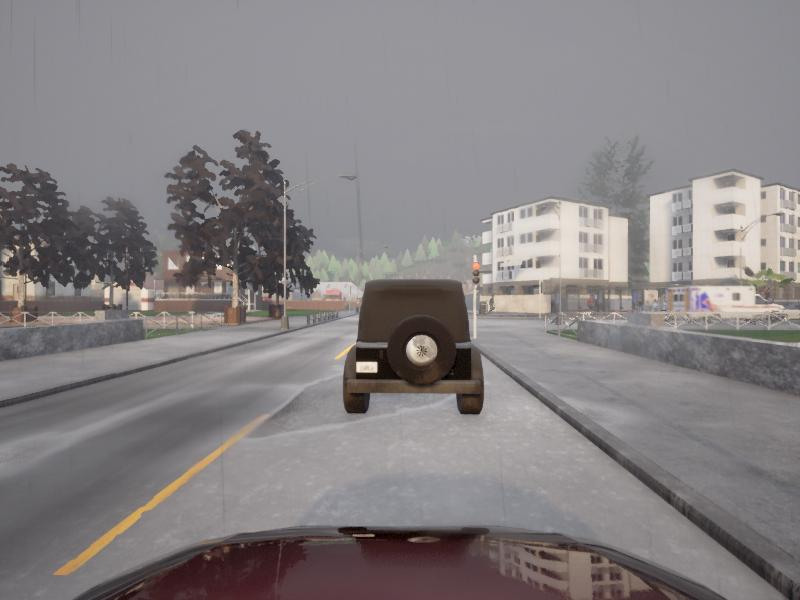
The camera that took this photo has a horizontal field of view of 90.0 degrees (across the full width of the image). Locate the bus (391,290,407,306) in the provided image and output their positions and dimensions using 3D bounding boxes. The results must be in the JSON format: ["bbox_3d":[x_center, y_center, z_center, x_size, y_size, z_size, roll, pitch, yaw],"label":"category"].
[{"bbox_3d":[-0.220,-0.539,110.313,3.944,4.253,10.273,0,0,2],"label":"bus"}]

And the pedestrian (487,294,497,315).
[{"bbox_3d":[8.389,0.417,36.332,0.751,1.860,0.751,0,0,2],"label":"pedestrian"}]

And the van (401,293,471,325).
[{"bbox_3d":[2.490,0.572,28.170,4.480,2.038,2.069,0,2,35],"label":"van"}]

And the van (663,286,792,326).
[{"bbox_3d":[20.949,0.378,25.861,6.366,2.431,2.351,0,0,2],"label":"van"}]

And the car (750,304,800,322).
[{"bbox_3d":[29.156,0.944,29.630,4.718,1.301,1.895,0,0,2],"label":"car"}]

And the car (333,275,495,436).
[{"bbox_3d":[0.220,0.646,6.640,1.905,1.878,3.866,0,0,2],"label":"car"}]

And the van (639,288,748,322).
[{"bbox_3d":[21.752,0.378,29.883,6.366,2.431,2.351,0,0,2],"label":"van"}]

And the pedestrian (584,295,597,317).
[{"bbox_3d":[16.797,0.524,35.294,0.751,1.860,0.751,0,0,-7],"label":"pedestrian"}]
